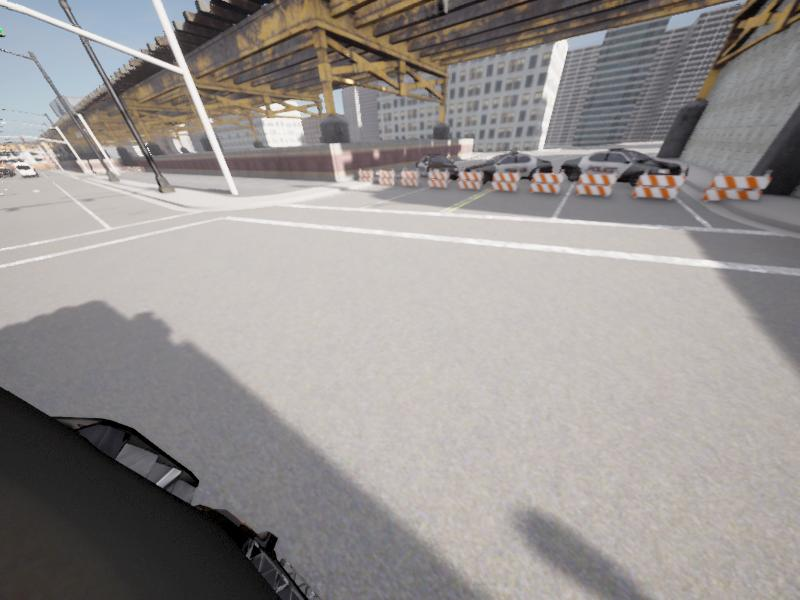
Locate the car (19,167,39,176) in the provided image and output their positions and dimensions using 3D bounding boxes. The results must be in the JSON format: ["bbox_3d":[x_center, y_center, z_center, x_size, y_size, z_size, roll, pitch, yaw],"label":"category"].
[{"bbox_3d":[-93.677,-32.429,58.327,5.027,1.651,2.152,20,40,30],"label":"car"}]

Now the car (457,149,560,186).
[{"bbox_3d":[6.225,-7.963,13.858,4.974,1.542,2.038,-2,34,1],"label":"car"}]

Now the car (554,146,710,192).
[{"bbox_3d":[11.031,-6.745,11.656,2.038,1.542,4.974,-17,36,-20],"label":"car"}]

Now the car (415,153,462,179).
[{"bbox_3d":[2.473,-9.484,16.143,1.853,1.218,4.536,-8,34,-7],"label":"car"}]

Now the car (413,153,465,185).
[{"bbox_3d":[2.490,-9.325,16.188,2.038,1.542,4.974,-8,34,-7],"label":"car"}]

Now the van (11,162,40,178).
[{"bbox_3d":[-77.193,-26.768,47.731,5.915,2.561,1.988,19,40,31],"label":"van"}]

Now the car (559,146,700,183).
[{"bbox_3d":[11.001,-6.901,11.608,1.853,1.218,4.536,-17,36,-20],"label":"car"}]

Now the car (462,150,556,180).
[{"bbox_3d":[6.270,-8.097,13.770,4.536,1.218,1.853,-2,34,1],"label":"car"}]
